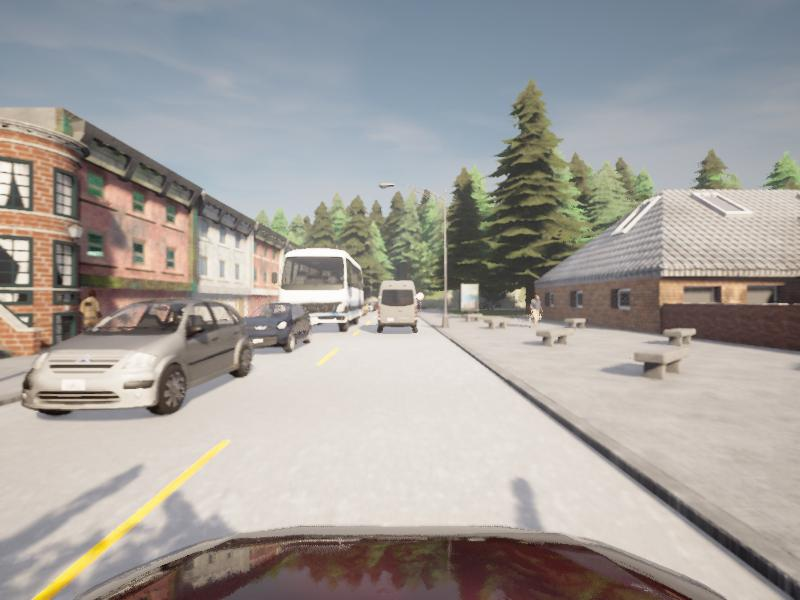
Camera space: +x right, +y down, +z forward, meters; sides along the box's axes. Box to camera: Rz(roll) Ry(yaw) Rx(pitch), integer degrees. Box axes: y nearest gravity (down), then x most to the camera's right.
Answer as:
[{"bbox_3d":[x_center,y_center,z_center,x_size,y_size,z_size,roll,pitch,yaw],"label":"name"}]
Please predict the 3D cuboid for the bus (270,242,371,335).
[{"bbox_3d":[-4.025,-0.526,23.469,3.944,4.253,10.273,0,0,0],"label":"bus"}]

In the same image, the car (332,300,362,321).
[{"bbox_3d":[-4.225,0.812,32.765,1.801,1.575,5.366,0,0,0],"label":"car"}]

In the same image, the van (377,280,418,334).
[{"bbox_3d":[-0.135,0.330,22.038,1.988,2.561,5.915,0,0,0],"label":"van"}]

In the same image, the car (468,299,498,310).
[{"bbox_3d":[13.913,0.727,67.253,4.611,1.667,2.242,-1,-2,-1],"label":"car"}]

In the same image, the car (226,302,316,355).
[{"bbox_3d":[-4.056,0.831,13.226,1.845,1.501,3.633,0,0,-1],"label":"car"}]

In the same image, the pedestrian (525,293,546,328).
[{"bbox_3d":[7.253,0.541,21.374,0.751,1.860,0.751,0,0,-18],"label":"pedestrian"}]

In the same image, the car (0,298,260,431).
[{"bbox_3d":[-4.004,0.790,6.867,1.851,1.617,3.988,0,0,-1],"label":"car"}]

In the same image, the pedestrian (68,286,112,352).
[{"bbox_3d":[-9.103,0.536,11.778,0.751,1.860,0.751,0,0,-11],"label":"pedestrian"}]
